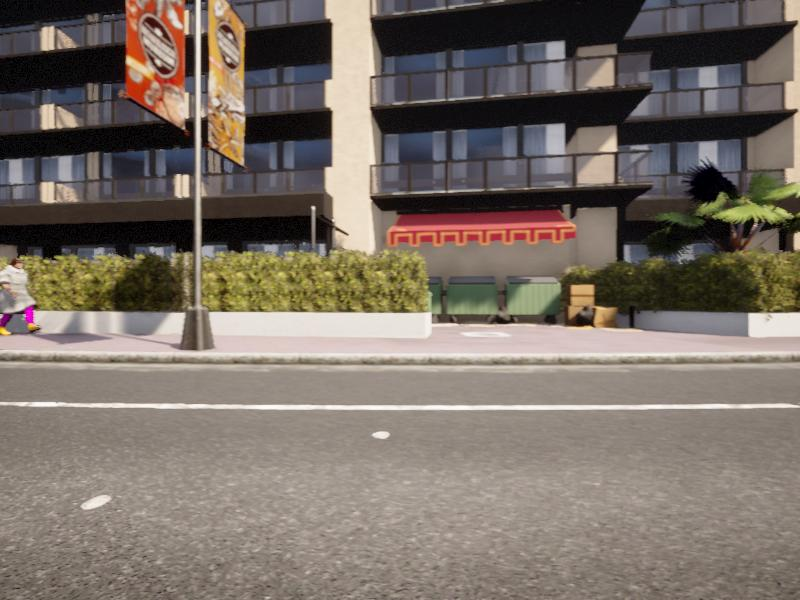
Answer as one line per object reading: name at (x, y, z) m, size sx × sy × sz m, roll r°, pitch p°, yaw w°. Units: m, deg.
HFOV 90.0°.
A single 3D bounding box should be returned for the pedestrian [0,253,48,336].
pedestrian at (-8.969, -0.114, 9.384) m, size 0.751 × 1.860 × 0.751 m, roll 0°, pitch 0°, yaw 9°
